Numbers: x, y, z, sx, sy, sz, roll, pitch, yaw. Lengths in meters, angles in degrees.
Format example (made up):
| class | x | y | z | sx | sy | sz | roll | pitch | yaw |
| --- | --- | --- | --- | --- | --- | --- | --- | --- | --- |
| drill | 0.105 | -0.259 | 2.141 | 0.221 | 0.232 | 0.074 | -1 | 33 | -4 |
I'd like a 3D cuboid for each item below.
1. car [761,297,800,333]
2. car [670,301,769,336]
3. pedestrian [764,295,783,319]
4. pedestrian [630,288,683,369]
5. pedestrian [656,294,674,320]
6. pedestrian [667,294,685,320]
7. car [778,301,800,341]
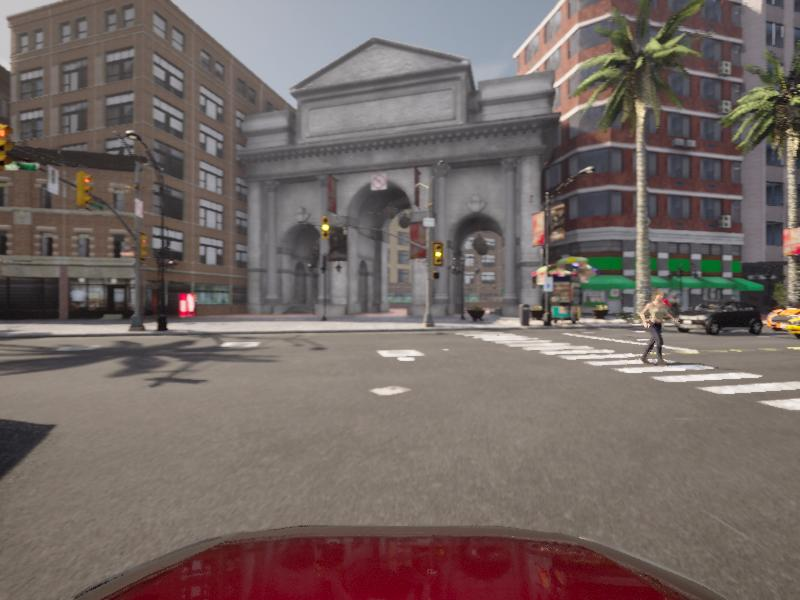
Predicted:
| class | x | y | z | sx | sy | sz | roll | pitch | yaw |
| --- | --- | --- | --- | --- | --- | --- | --- | --- | --- |
| car | 21.549 | 0.730 | 20.652 | 4.553 | 1.767 | 2.097 | 0 | 0 | -13 |
| car | 15.291 | 0.840 | 19.221 | 3.705 | 1.549 | 1.789 | 0 | 0 | -13 |
| pedestrian | 28.857 | 0.533 | 30.931 | 0.751 | 1.860 | 0.751 | 0 | 0 | -7 |
| pedestrian | 6.138 | 0.648 | 9.603 | 0.751 | 1.860 | 0.751 | 0 | 0 | -16 |
| pedestrian | 19.281 | 0.517 | 29.095 | 0.751 | 1.860 | 0.751 | 0 | 0 | -8 |
| pedestrian | 20.145 | 0.519 | 29.237 | 0.751 | 1.860 | 0.751 | 0 | 0 | -14 |
| car | 18.519 | 0.832 | 16.351 | 5.366 | 1.575 | 1.801 | 0 | 0 | -13 |
